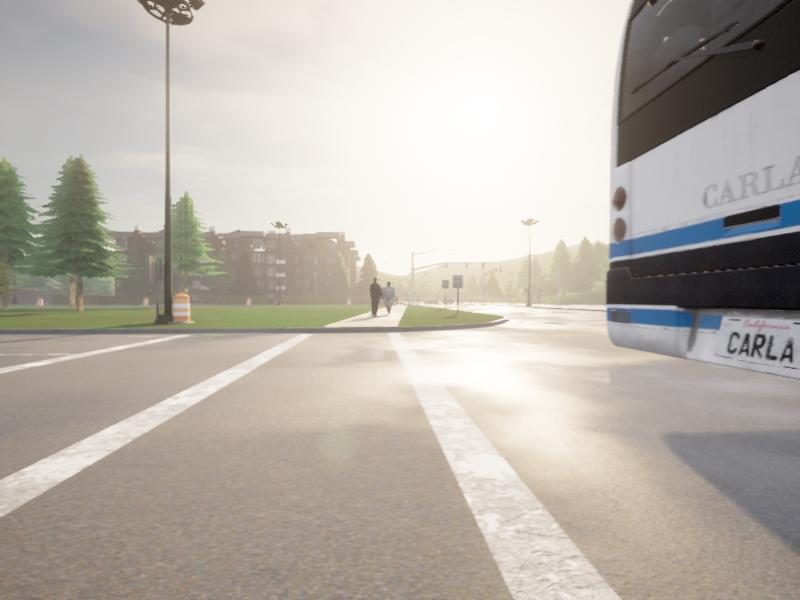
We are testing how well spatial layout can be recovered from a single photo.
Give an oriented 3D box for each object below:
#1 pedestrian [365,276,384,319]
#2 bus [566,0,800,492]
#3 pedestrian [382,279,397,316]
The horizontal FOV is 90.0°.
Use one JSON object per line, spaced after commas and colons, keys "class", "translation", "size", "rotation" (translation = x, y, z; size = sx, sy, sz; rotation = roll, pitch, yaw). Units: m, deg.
{"class": "pedestrian", "translation": [-1.122, -0.122, 17.841], "size": [0.751, 1.860, 0.751], "rotation": [0, 0, 3]}
{"class": "bus", "translation": [7.149, -1.137, 2.935], "size": [10.273, 4.253, 3.944], "rotation": [0, 0, -3]}
{"class": "pedestrian", "translation": [-0.558, -0.123, 20.747], "size": [0.751, 1.860, 0.751], "rotation": [0, 0, 0]}
